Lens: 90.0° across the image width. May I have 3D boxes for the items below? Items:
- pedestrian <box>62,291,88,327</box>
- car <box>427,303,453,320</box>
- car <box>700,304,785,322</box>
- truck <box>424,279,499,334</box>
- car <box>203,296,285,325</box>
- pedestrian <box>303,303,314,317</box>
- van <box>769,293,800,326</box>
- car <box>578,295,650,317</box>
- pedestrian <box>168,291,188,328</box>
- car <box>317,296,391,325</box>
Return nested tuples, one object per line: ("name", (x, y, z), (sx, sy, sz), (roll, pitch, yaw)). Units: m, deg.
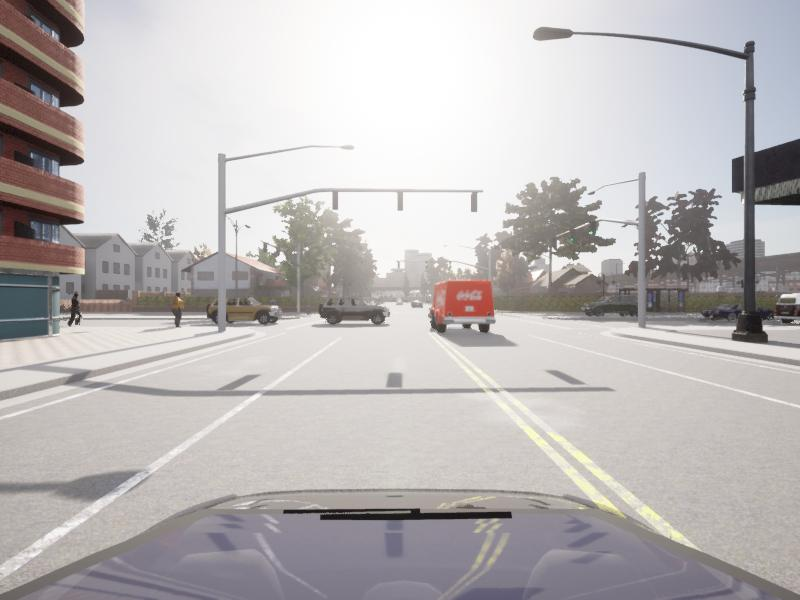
("pedestrian", (-17.119, 0.485, 21.099), (0.751, 1.860, 0.751), (0, 0, 0))
("car", (3.453, 0.944, 35.058), (1.895, 1.301, 4.718), (0, 0, 1))
("car", (25.330, 0.943, 29.695), (4.718, 1.301, 1.895), (0, 0, 0))
("truck", (2.936, 0.339, 20.678), (2.627, 2.467, 5.204), (0, -1, -5))
("car", (-10.177, 0.652, 26.346), (4.605, 1.855, 1.932), (0, 0, 0))
("pedestrian", (-8.428, 0.917, 36.859), (0.751, 1.300, 0.751), (0, 0, 3))
("van", (27.380, 0.574, 26.186), (4.480, 2.038, 2.069), (0, 0, 0))
("car", (20.090, 0.568, 37.719), (5.566, 2.045, 2.150), (0, 0, 0))
("pedestrian", (-11.426, 0.485, 20.580), (0.751, 1.860, 0.751), (0, 0, 44))
("car", (-2.940, 0.653, 26.313), (4.605, 1.855, 1.932), (0, 0, 0))
